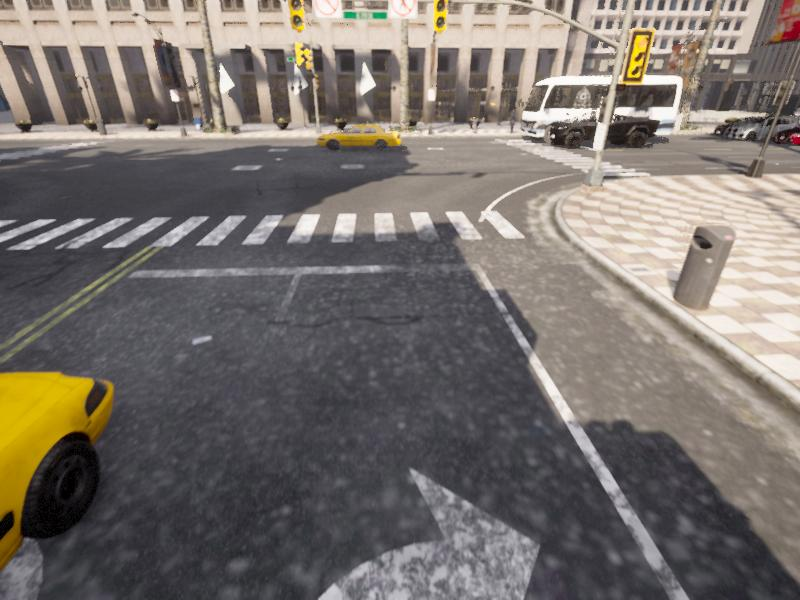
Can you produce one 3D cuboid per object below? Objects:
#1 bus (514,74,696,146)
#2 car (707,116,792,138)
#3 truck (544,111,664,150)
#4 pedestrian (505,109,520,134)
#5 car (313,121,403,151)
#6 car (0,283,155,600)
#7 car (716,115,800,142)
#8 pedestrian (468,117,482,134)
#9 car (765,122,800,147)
[{"bbox_3d":[14.015,-13.531,28.471,10.273,4.253,3.944,-2,27,-2],"label":"bus"},{"bbox_3d":[28.544,-14.218,32.812,4.792,1.488,2.163,-2,27,-3],"label":"car"},{"bbox_3d":[13.022,-11.021,25.927,6.274,2.098,2.390,-2,27,-3],"label":"truck"},{"bbox_3d":[9.479,-15.003,33.623,0.751,1.860,0.751,18,32,32],"label":"pedestrian"},{"bbox_3d":[-2.560,-10.358,25.266,5.366,1.575,1.801,-2,27,-3],"label":"car"},{"bbox_3d":[-3.342,1.791,1.453,1.801,1.575,5.366,-2,27,-3],"label":"car"},{"bbox_3d":[26.965,-12.811,29.849,4.611,1.667,2.242,-1,27,-3],"label":"car"},{"bbox_3d":[6.308,-14.697,33.654,0.751,1.300,0.751,-15,30,-26],"label":"pedestrian"},{"bbox_3d":[27.603,-11.099,26.821,4.181,1.385,1.994,-2,27,-3],"label":"car"}]
